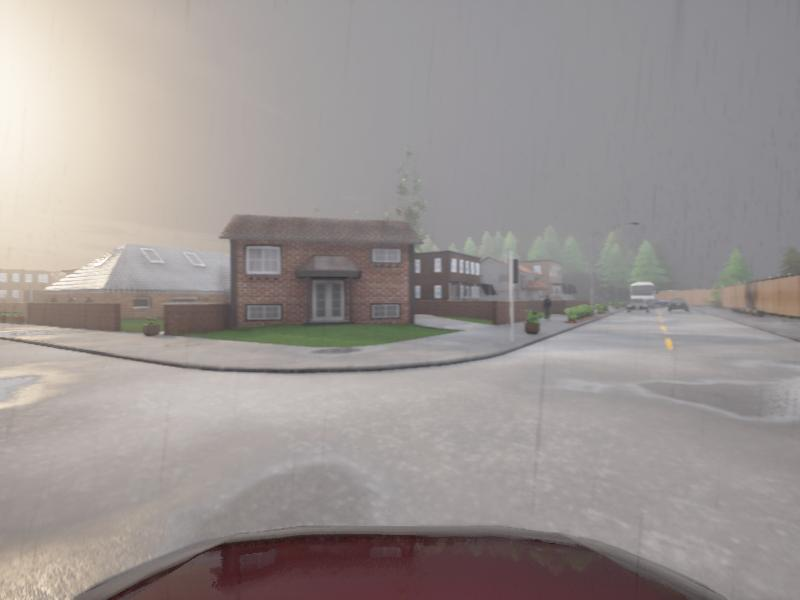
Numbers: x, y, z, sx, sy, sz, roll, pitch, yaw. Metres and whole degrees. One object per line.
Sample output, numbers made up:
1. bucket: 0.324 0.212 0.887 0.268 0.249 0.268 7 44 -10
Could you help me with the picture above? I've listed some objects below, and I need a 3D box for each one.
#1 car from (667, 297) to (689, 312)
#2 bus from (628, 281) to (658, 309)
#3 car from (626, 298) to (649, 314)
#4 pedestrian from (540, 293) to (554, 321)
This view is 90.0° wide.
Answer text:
1. car: 34.591 0.542 49.893 2.097 1.767 4.553 0 0 32
2. bus: 40.332 -0.715 66.148 3.944 4.253 10.273 0 0 32
3. car: 27.282 0.662 45.850 2.152 1.651 5.027 0 0 32
4. pedestrian: 9.924 0.492 27.033 0.751 1.860 0.751 0 0 29
